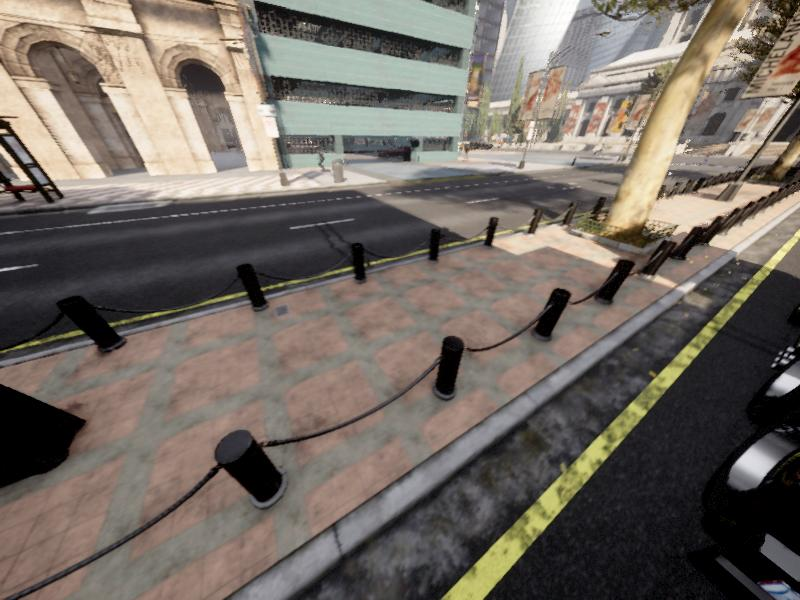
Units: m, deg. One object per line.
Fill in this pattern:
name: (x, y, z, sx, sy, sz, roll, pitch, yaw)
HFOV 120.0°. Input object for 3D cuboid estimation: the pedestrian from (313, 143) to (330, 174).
pedestrian: (-5.797, -10.413, 17.005, 0.751, 1.860, 0.751, -15, 38, -20)

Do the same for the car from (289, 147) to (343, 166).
car: (-8.706, -15.070, 24.154, 4.786, 1.482, 2.161, -18, 39, -25)

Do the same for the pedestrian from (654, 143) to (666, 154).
pedestrian: (53.999, -31.480, 47.917, 0.751, 1.860, 0.751, -18, 39, -25)

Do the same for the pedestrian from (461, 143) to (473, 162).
pedestrian: (7.878, -17.429, 27.239, 0.751, 1.860, 0.751, -28, 43, -34)

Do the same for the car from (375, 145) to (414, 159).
car: (-0.741, -20.414, 31.855, 4.902, 1.511, 2.128, -18, 39, -25)

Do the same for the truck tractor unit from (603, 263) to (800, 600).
truck tractor unit: (5.107, -0.302, 0.795, 6.516, 4.208, 3.053, -18, 39, -24)
